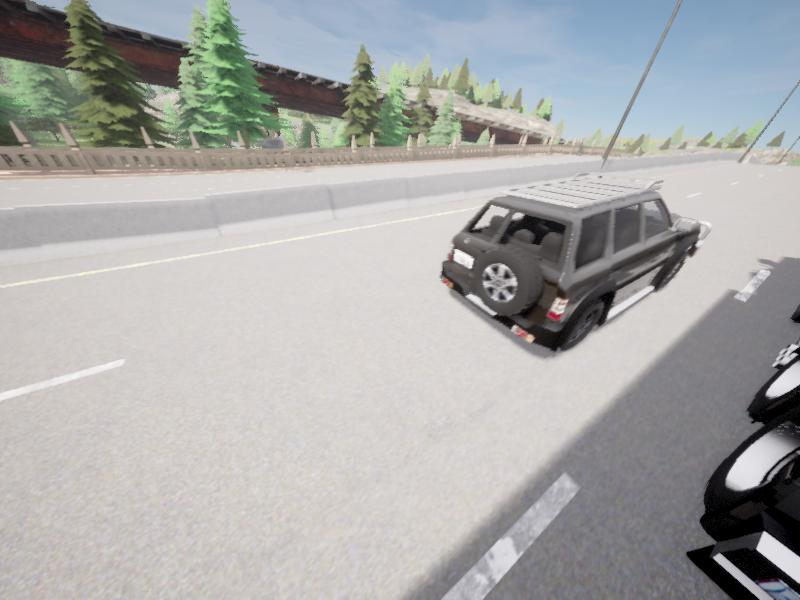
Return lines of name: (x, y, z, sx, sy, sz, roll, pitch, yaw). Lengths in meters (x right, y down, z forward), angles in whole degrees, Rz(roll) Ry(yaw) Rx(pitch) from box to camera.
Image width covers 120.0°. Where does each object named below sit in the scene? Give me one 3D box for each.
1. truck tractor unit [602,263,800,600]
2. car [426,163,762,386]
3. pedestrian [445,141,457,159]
truck tractor unit: (5.100, -0.313, 0.779, 6.516, 4.208, 3.053, -19, 39, -24)
car: (2.922, -0.933, 3.729, 4.605, 1.855, 1.932, -19, 39, -24)
pedestrian: (6.338, -18.729, 28.825, 0.751, 1.860, 0.751, -12, 36, -28)
